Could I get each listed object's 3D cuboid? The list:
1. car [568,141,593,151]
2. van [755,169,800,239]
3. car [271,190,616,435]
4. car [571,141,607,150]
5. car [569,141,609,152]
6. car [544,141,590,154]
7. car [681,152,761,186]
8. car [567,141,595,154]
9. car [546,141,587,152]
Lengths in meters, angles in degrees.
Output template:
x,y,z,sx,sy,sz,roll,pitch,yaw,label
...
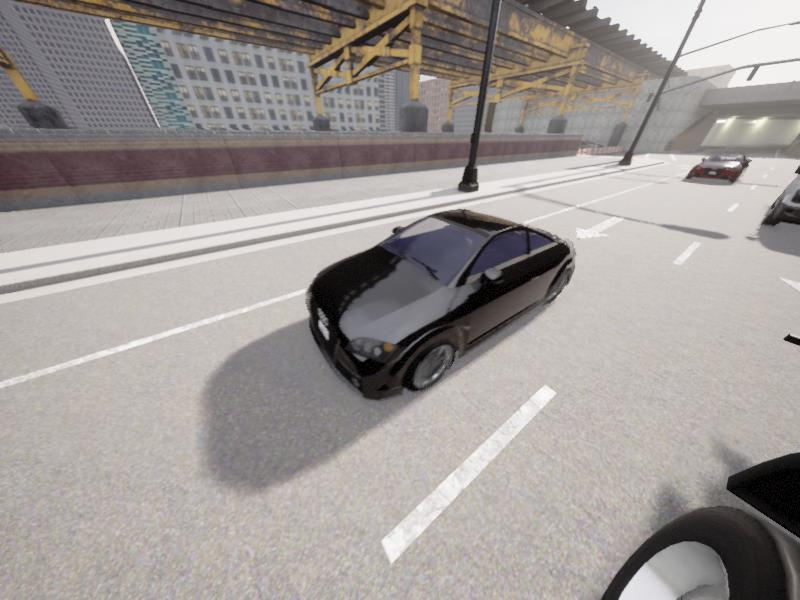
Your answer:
x,y,z,sx,sy,sz,roll,pitch,yaw,label
28.544,-24.459,36.626,1.853,1.218,4.536,11,37,15,car
13.301,-3.559,6.670,5.915,2.561,1.988,-22,41,-28,van
0.794,-0.480,3.380,4.181,1.385,1.994,-22,41,-28,car
32.423,-26.586,39.612,4.536,1.218,1.853,-4,36,-5,car
32.475,-26.461,39.708,4.974,1.542,2.038,-4,36,-5,car
24.756,-22.764,34.521,4.974,1.542,2.038,5,36,7,car
19.425,-8.038,13.975,4.181,1.385,1.994,-22,41,-28,car
28.528,-24.302,36.677,2.038,1.542,4.974,11,37,15,car
24.705,-22.897,34.436,4.536,1.218,1.853,5,36,7,car
